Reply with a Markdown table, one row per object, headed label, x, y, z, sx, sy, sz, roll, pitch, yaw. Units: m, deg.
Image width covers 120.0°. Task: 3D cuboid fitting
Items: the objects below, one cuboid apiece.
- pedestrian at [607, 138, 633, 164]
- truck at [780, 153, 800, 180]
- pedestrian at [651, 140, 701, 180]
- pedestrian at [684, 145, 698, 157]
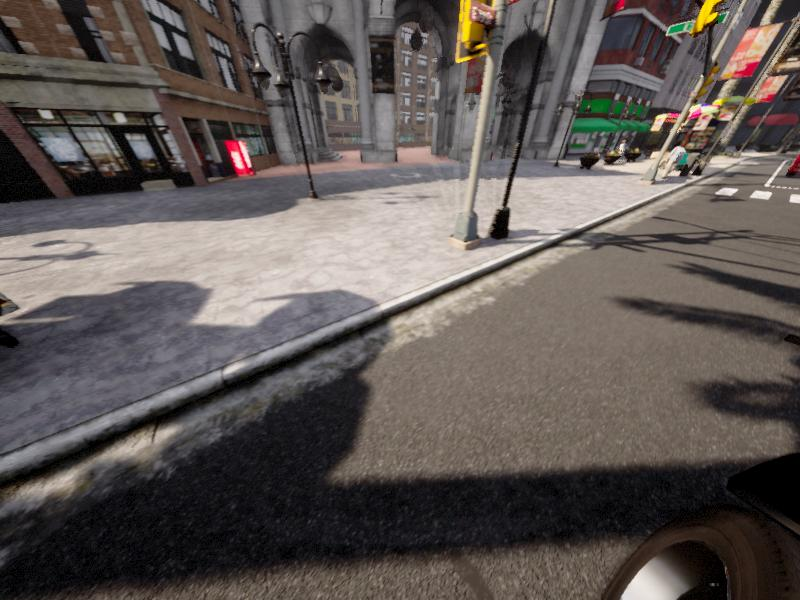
| label | x | y | z | sx | sy | sz | roll | pitch | yaw |
| --- | --- | --- | --- | --- | --- | --- | --- | --- | --- |
| pedestrian | 19.472 | -13.197 | 20.481 | 0.751 | 1.860 | 0.751 | 2 | 35 | 4 |
| truck | 27.985 | -9.859 | 14.276 | 8.468 | 3.827 | 2.891 | -22 | 41 | -28 |
| pedestrian | 15.154 | -7.716 | 12.762 | 0.751 | 1.860 | 0.751 | -2 | 35 | -2 |
| pedestrian | 33.446 | -17.139 | 26.586 | 0.500 | 1.100 | 0.500 | -22 | 41 | -28 |
